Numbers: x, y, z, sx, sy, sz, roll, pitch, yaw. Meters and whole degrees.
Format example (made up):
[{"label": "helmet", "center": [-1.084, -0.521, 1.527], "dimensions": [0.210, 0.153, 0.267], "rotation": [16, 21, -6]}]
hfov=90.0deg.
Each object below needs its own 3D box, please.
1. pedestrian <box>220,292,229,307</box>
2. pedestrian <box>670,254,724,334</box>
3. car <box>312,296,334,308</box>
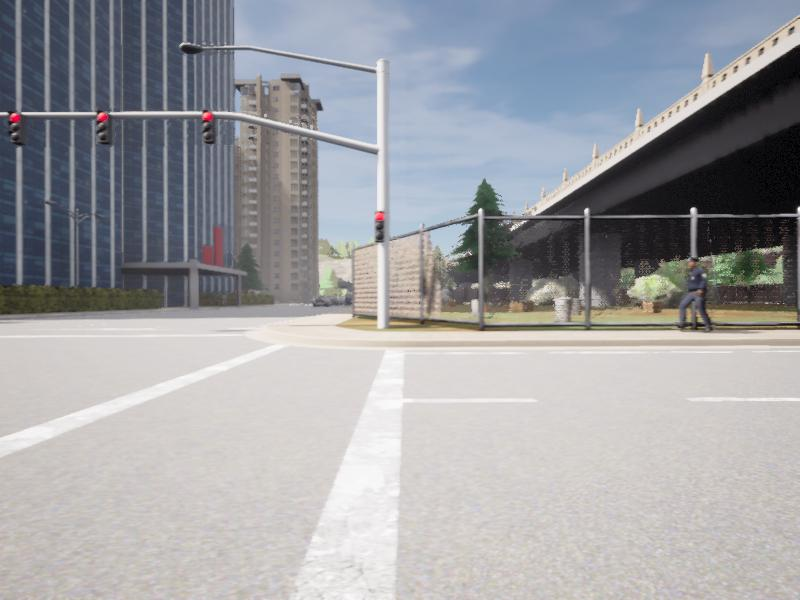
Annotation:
[{"label": "pedestrian", "center": [-22.019, -0.050, 50.136], "dimensions": [0.751, 1.860, 0.751], "rotation": [0, 0, -1]}, {"label": "pedestrian", "center": [7.188, -0.142, 9.729], "dimensions": [0.751, 1.860, 0.751], "rotation": [0, 0, 0]}, {"label": "car", "center": [-10.347, 0.234, 54.274], "dimensions": [2.038, 1.542, 4.974], "rotation": [0, 0, 0]}]
